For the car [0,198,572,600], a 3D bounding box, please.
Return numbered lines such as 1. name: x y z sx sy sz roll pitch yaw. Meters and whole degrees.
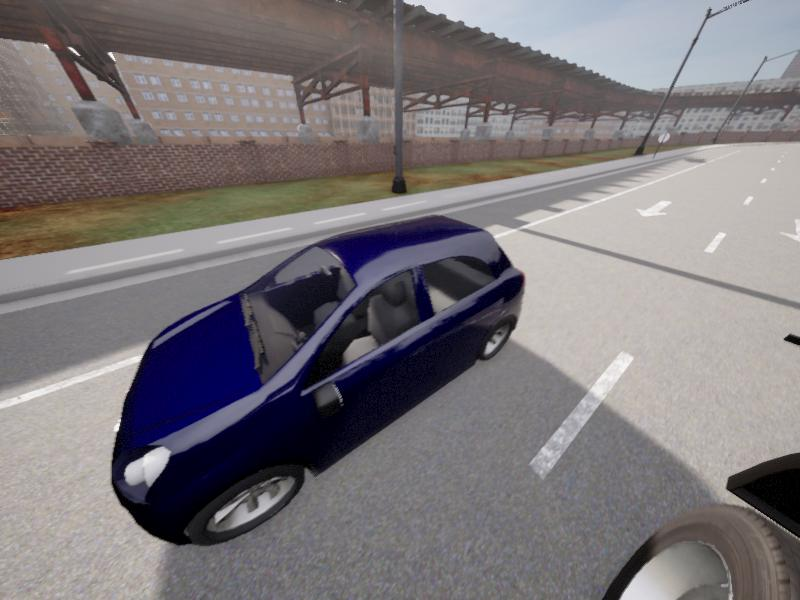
1. car: -0.438 0.182 2.313 3.633 1.501 1.845 -23 41 -28
